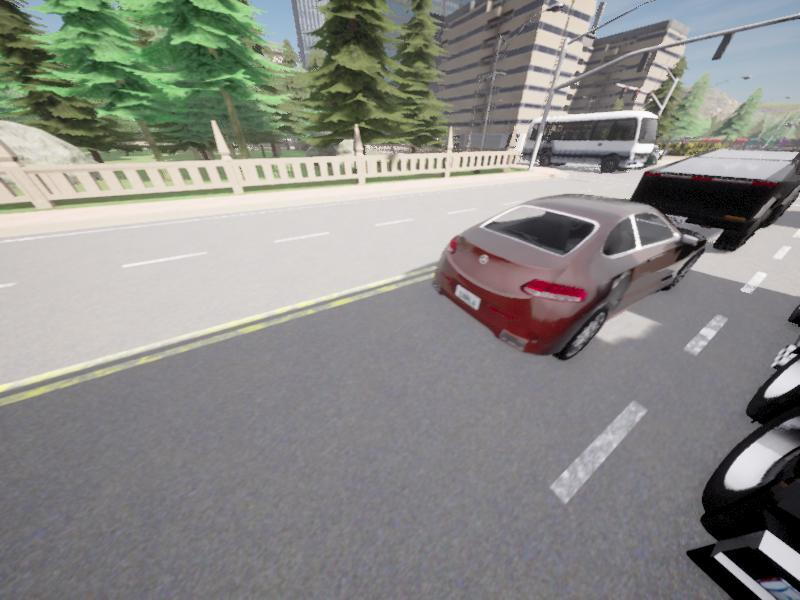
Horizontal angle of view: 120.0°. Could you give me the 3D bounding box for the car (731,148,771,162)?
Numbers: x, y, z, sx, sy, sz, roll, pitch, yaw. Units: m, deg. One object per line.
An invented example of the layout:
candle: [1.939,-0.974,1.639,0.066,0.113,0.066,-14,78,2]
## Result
car: [50.377,-20.846,33.143,4.974,1.542,2.038,-18,39,-24]

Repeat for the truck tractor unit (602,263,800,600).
truck tractor unit: [5.113,-0.297,0.788,6.516,4.208,3.053,-18,39,-24]

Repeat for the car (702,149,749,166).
car: [39.432,-17.324,27.977,4.514,1.525,2.007,-17,38,-23]

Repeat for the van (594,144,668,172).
van: [22.050,-13.747,22.261,1.775,1.987,4.442,-28,44,-34]

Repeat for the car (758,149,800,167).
car: [45.692,-17.013,27.587,4.974,1.542,2.038,-18,39,-24]

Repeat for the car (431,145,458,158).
car: [6.925,-23.494,36.460,1.851,1.617,3.988,-18,39,-24]

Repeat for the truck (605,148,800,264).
truck: [9.499,-3.165,6.820,6.274,2.098,2.390,-18,39,-24]

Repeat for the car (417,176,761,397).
car: [3.012,-0.860,3.858,5.027,1.651,2.152,-18,39,-24]

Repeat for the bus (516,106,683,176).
bus: [17.068,-14.622,21.491,3.944,4.253,10.273,-18,38,-24]
